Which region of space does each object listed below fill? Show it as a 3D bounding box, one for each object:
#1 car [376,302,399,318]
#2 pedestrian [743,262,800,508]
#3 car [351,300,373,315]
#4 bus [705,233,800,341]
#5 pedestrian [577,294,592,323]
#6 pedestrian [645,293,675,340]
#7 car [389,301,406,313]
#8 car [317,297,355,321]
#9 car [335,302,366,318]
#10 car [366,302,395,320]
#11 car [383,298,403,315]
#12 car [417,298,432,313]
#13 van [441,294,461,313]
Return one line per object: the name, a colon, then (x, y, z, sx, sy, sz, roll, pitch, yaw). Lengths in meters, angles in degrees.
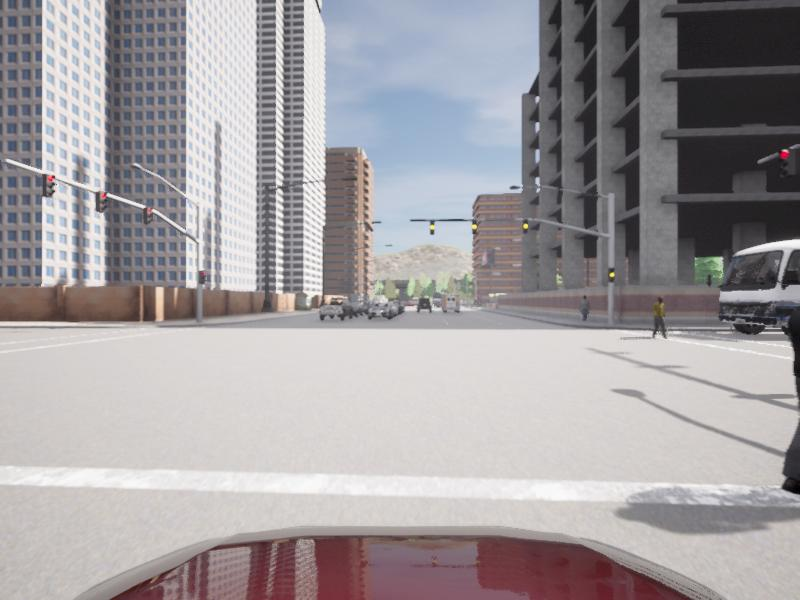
car: (-1.198, 0.923, 39.662, 1.812, 1.442, 4.674, 0, 0, 4)
pedestrian: (3.409, 0.641, 3.167, 0.751, 1.860, 0.751, 0, 0, 3)
car: (-4.307, 0.849, 45.432, 1.851, 1.617, 3.988, 0, 0, 4)
bus: (20.049, -0.513, 17.468, 10.273, 4.253, 3.944, 0, 0, 3)
pedestrian: (12.014, 0.520, 26.087, 0.751, 1.860, 0.751, 0, 0, 10)
pedestrian: (10.594, 0.658, 16.300, 0.751, 1.860, 0.751, 0, 0, 2)
car: (-0.330, 0.914, 52.099, 1.837, 1.490, 4.892, 0, 0, 4)
car: (-5.140, 0.697, 32.859, 1.932, 1.855, 4.605, 0, 0, 6)
car: (-4.751, 0.904, 38.998, 2.163, 1.488, 4.792, 0, 0, 4)
car: (-1.583, 0.899, 33.962, 1.970, 1.475, 3.806, 0, 0, 4)
car: (-0.776, 0.707, 45.725, 1.905, 1.878, 3.866, 0, 0, 4)
car: (3.365, 0.719, 54.765, 1.905, 1.878, 3.866, 0, 0, 4)
van: (6.894, 0.451, 55.050, 2.351, 2.431, 6.366, 0, 0, 4)
